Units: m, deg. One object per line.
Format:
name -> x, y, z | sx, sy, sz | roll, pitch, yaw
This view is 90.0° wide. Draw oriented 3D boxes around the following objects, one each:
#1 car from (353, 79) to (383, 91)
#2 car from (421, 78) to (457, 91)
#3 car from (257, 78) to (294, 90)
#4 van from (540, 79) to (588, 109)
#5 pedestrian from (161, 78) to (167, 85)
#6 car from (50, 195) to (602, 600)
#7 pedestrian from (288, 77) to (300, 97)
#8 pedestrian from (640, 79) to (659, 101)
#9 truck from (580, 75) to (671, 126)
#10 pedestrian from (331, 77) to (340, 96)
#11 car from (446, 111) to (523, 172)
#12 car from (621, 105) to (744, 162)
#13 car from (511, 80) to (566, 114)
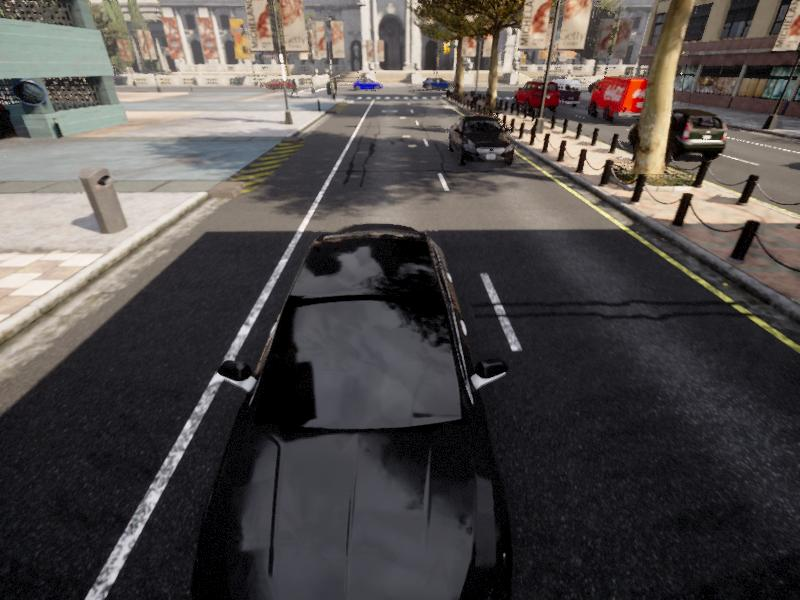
car -> -4.524, -30.580, 56.874 | 4.193, 1.474, 1.816 | 0, 30, -1
car -> 5.546, -30.706, 56.945 | 4.856, 1.649, 2.033 | 0, 30, -1
car -> -18.537, -32.262, 59.739 | 4.792, 1.488, 2.163 | 0, 30, -1
van -> 14.117, -17.987, 34.796 | 2.069, 2.038, 4.480 | 0, 30, -1
pedestrian -> -40.683, -37.617, 68.894 | 0.500, 1.100, 0.500 | 4, 31, 7
car -> -0.288, 0.423, 3.806 | 1.837, 1.490, 4.892 | 0, 30, -1
pedestrian -> -11.332, -22.816, 42.852 | 0.751, 1.860, 0.751 | 6, 31, 11
pedestrian -> 23.754, -20.016, 38.113 | 0.751, 1.860, 0.751 | 1, 30, 2
truck -> 14.284, -13.024, 25.920 | 2.627, 2.467, 5.204 | 0, 32, -1
pedestrian -> -7.073, -23.445, 43.935 | 0.751, 1.860, 0.751 | -1, 30, -2
car -> 2.933, -6.090, 15.007 | 1.812, 1.442, 4.674 | -1, 30, -1
car -> 10.983, -6.761, 16.006 | 1.851, 1.617, 3.988 | 0, 30, -1
car -> 10.684, -16.026, 31.428 | 2.150, 2.045, 5.566 | 0, 30, -1
